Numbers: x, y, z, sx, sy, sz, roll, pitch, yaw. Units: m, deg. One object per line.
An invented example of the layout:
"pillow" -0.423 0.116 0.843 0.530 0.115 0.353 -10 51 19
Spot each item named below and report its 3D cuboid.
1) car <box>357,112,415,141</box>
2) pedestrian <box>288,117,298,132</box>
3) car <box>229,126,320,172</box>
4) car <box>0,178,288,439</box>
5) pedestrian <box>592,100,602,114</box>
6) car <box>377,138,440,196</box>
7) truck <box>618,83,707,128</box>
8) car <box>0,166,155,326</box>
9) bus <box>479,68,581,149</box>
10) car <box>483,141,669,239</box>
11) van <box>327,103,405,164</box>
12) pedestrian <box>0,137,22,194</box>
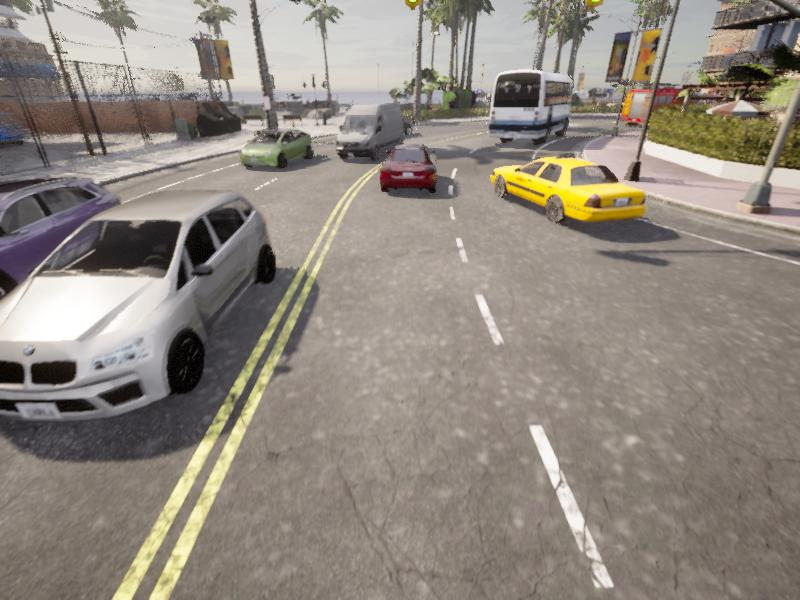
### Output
"car" -0.954 -13.489 30.955 2.152 1.651 5.027 15 31 26
"pedestrian" -9.054 -14.868 33.858 0.500 1.100 0.500 11 29 20
"car" -5.818 -7.374 19.249 2.007 1.525 4.514 6 28 13
"car" -3.420 -0.429 5.629 2.242 1.667 4.611 0 27 1
"pedestrian" 29.877 -29.274 60.691 0.751 1.860 0.751 -10 29 -19
"car" 0.399 -5.062 14.901 1.994 1.385 4.181 1 27 3
"truck" 26.970 -20.082 41.153 8.468 3.827 2.891 -14 30 -25
"car" -6.886 -1.086 6.966 2.033 1.649 4.856 0 27 1
"bus" 9.424 -13.583 28.215 3.944 4.253 10.273 14 31 27
"car" 4.466 -3.417 11.462 1.801 1.575 5.366 -7 28 -14
"van" -1.540 -9.089 21.438 1.988 2.561 5.915 8 28 15
"pedestrian" -13.240 -4.438 12.857 0.751 1.860 0.751 2 27 5
